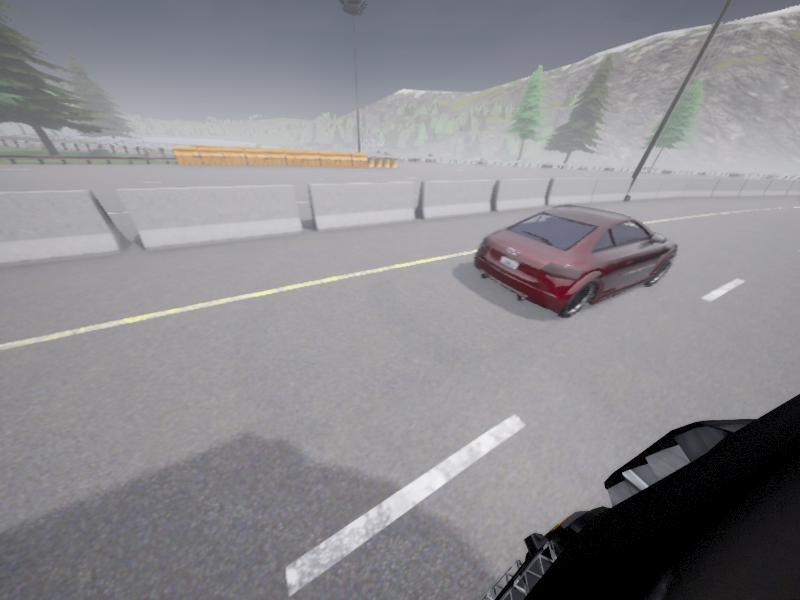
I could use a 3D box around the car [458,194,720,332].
[{"bbox_3d":[3.567,-1.075,4.553,4.181,1.385,1.994,-14,37,-23],"label":"car"}]
